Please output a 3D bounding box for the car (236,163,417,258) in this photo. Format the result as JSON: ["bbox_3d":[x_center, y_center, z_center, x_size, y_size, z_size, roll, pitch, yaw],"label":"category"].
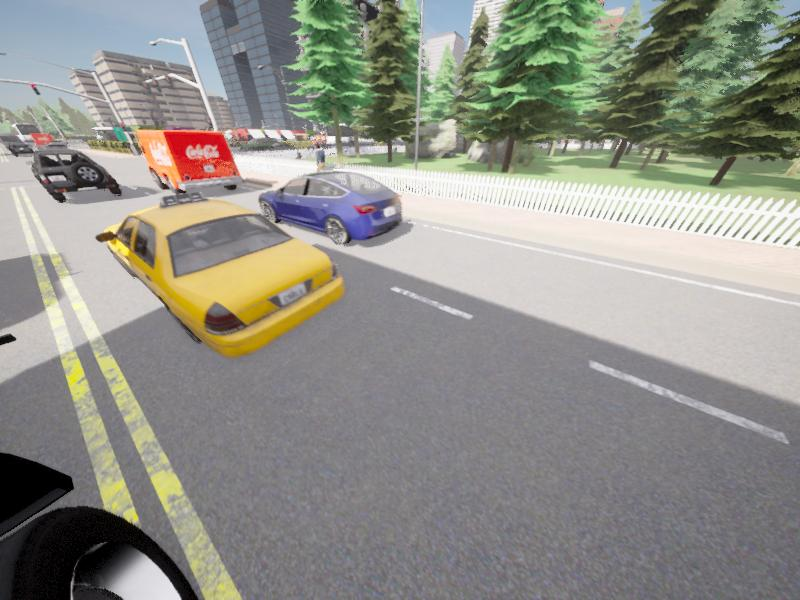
[{"bbox_3d":[-2.152,-2.881,6.695,4.792,1.488,2.163,22,41,28],"label":"car"}]

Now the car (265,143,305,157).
[{"bbox_3d":[-16.040,-21.159,32.484,2.007,1.525,4.514,21,40,27],"label":"car"}]

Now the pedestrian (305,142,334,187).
[{"bbox_3d":[-4.017,-6.856,11.686,0.751,1.860,0.751,24,41,29],"label":"pedestrian"}]

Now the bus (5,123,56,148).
[{"bbox_3d":[-82.693,-36.743,51.701,10.273,4.253,3.944,22,41,28],"label":"bus"}]

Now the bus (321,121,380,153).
[{"bbox_3d":[-8.319,-29.067,41.396,3.944,4.253,10.273,21,40,27],"label":"bus"}]

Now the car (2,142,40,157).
[{"bbox_3d":[-49.914,-19.884,30.434,4.514,1.525,2.007,22,41,28],"label":"car"}]

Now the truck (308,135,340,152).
[{"bbox_3d":[-14.494,-30.168,44.466,2.627,2.467,5.204,21,40,27],"label":"truck"}]

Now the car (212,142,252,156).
[{"bbox_3d":[-23.922,-21.675,33.085,1.851,1.617,3.988,21,40,27],"label":"car"}]

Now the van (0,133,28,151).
[{"bbox_3d":[-69.513,-28.316,41.305,5.915,2.561,1.988,22,41,28],"label":"van"}]

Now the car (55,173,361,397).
[{"bbox_3d":[-3.323,-0.937,3.840,5.366,1.575,1.801,22,41,28],"label":"car"}]

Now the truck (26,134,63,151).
[{"bbox_3d":[-65.189,-28.972,42.362,5.204,2.467,2.627,22,41,28],"label":"truck"}]

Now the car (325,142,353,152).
[{"bbox_3d":[-11.329,-28.872,43.472,2.038,1.542,4.974,21,40,27],"label":"car"}]

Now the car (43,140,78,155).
[{"bbox_3d":[-49.567,-22.264,33.689,5.238,1.638,1.930,22,41,28],"label":"car"}]

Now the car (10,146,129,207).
[{"bbox_3d":[-14.272,-5.522,9.998,4.605,1.855,1.932,22,40,28],"label":"car"}]

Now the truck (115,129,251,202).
[{"bbox_3d":[-10.238,-6.578,11.023,5.204,2.467,2.627,22,41,28],"label":"truck"}]

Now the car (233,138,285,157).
[{"bbox_3d":[-19.828,-21.749,32.829,2.150,2.045,5.566,21,41,27],"label":"car"}]

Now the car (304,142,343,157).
[{"bbox_3d":[-10.928,-21.978,33.585,1.930,1.638,5.238,21,40,27],"label":"car"}]
